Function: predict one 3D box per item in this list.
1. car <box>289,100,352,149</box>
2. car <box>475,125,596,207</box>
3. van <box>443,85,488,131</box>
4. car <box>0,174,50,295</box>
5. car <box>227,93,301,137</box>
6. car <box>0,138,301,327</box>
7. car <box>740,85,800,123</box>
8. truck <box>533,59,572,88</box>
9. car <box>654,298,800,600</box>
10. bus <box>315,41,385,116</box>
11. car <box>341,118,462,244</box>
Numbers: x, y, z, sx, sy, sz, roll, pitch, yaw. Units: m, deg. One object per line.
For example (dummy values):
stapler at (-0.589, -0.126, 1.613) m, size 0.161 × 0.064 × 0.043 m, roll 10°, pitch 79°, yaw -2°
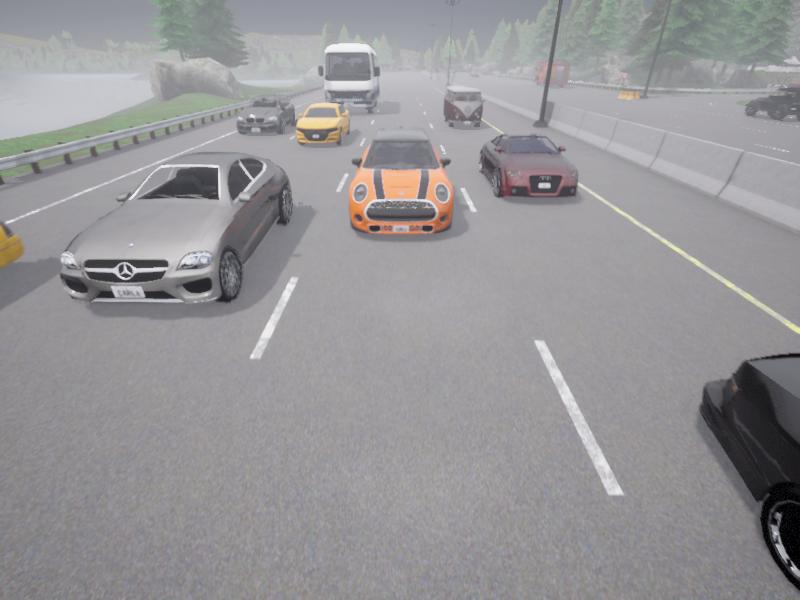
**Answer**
car at (-3.451, -8.220, 18.460) m, size 1.882 × 1.535 × 5.008 m, roll 0°, pitch 30°, yaw 0°
car at (3.532, -3.961, 11.372) m, size 1.994 × 1.385 × 4.181 m, roll 0°, pitch 31°, yaw 0°
van at (3.559, -10.974, 22.719) m, size 1.775 × 1.987 × 4.442 m, roll 0°, pitch 30°, yaw 0°
car at (-6.984, 0.094, 4.243) m, size 1.801 × 1.575 × 5.366 m, roll 0°, pitch 30°, yaw 0°
car at (-6.947, -9.805, 21.032) m, size 2.242 × 1.667 × 4.611 m, roll 0°, pitch 30°, yaw 0°
car at (-3.476, -1.626, 7.138) m, size 2.152 × 1.651 × 5.027 m, roll 0°, pitch 30°, yaw 0°
car at (24.566, -12.622, 25.644) m, size 1.905 × 1.878 × 3.866 m, roll 0°, pitch 31°, yaw 0°
truck at (24.631, -36.839, 65.007) m, size 2.891 × 3.827 × 8.468 m, roll 0°, pitch 30°, yaw 1°
car at (3.509, 1.958, 1.260) m, size 2.033 × 1.411 × 5.357 m, roll 0°, pitch 31°, yaw 0°
bus at (-3.303, -16.848, 30.503) m, size 3.944 × 4.253 × 10.273 m, roll 0°, pitch 29°, yaw 0°
car at (0.028, -3.023, 9.349) m, size 2.097 × 1.767 × 4.553 m, roll 0°, pitch 31°, yaw 0°
